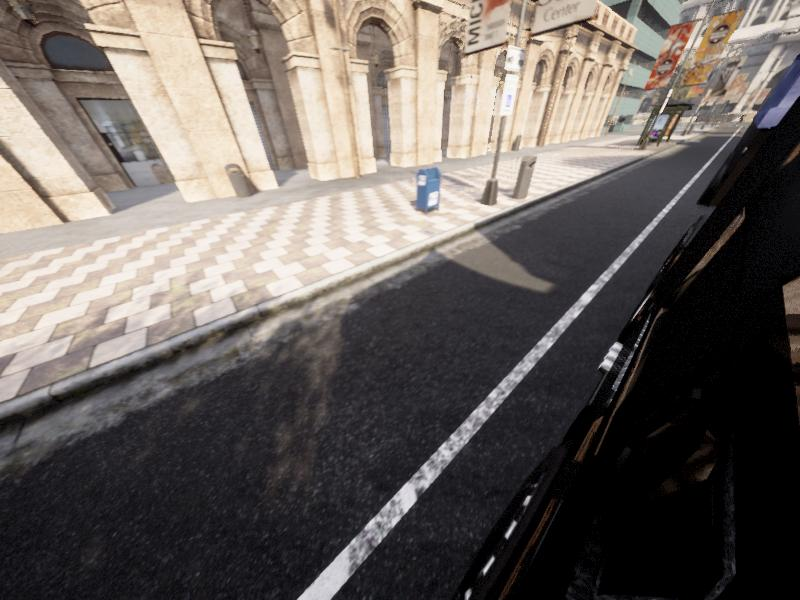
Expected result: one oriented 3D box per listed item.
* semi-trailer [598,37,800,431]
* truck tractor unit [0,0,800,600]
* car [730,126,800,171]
[{"bbox_3d":[8.704,-3.589,4.239,14.254,4.402,2.717,-28,43,-30],"label":"semi-trailer"},{"bbox_3d":[2.645,-0.295,0.351,6.516,4.208,3.053,-28,44,-30],"label":"truck tractor unit"},{"bbox_3d":[18.698,-7.689,11.573,4.892,1.490,1.837,-28,43,-30],"label":"car"}]
